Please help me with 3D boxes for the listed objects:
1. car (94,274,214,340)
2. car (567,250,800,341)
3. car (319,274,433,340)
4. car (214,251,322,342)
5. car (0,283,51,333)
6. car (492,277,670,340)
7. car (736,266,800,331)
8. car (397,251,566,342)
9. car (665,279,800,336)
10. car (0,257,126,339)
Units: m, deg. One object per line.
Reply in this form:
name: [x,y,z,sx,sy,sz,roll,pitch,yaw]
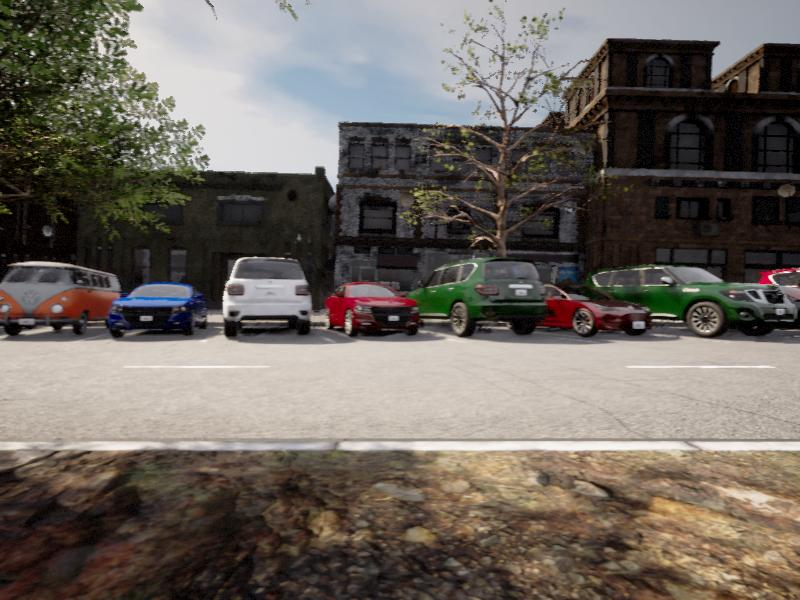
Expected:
car: [-7.011,0.211,12.075,2.097,1.535,5.008,1,-1,-20]
car: [8.030,-0.046,12.031,2.435,2.045,5.566,1,-1,-20]
car: [-1.000,0.209,12.067,2.097,1.535,5.008,1,-1,-20]
car: [-4.020,-0.041,12.095,2.435,2.045,5.566,0,-1,-20]
car: [-13.044,0.243,12.102,2.163,1.488,4.792,0,-1,-20]
car: [5.022,0.236,12.029,2.163,1.488,4.792,1,-1,-20]
car: [14.044,-0.048,12.020,2.435,2.045,5.566,1,-1,-20]
car: [1.989,-0.043,12.087,2.435,2.045,5.566,0,-1,-20]
car: [11.034,0.234,12.021,2.163,1.488,4.792,1,-1,-20]
car: [-9.975,-0.015,11.970,1.878,1.987,4.442,1,-1,-20]
